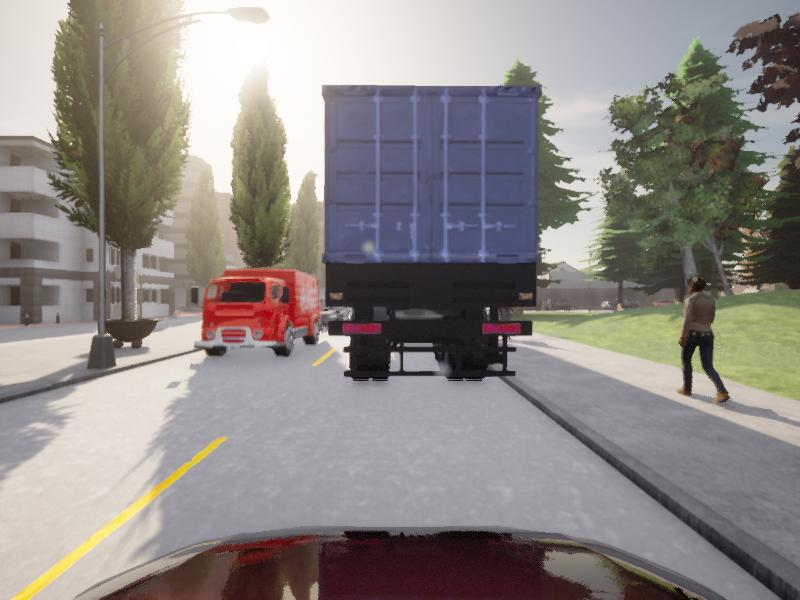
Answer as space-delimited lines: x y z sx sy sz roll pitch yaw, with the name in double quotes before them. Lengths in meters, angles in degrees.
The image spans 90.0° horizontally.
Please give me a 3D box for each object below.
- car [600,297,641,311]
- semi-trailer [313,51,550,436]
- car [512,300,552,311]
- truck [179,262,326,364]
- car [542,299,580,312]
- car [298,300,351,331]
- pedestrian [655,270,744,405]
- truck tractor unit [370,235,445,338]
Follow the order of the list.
"car" 29.915 0.495 54.380 4.605 1.855 1.932 0 0 -2
"semi-trailer" 0.328 -0.651 11.710 2.717 4.402 14.254 0 0 0
"car" 17.900 0.685 54.362 4.892 1.490 1.837 0 0 -1
"truck" -4.050 0.327 12.278 2.627 2.467 5.204 0 0 0
"car" 20.195 0.641 50.334 3.988 1.617 1.851 0 0 0
"car" -4.090 0.759 22.539 2.038 1.542 4.974 0 0 0
"pedestrian" 4.365 0.516 5.889 0.751 1.860 0.751 0 0 -1
"truck tractor unit" 0.269 -0.582 19.620 3.053 4.208 6.516 0 1 -1
